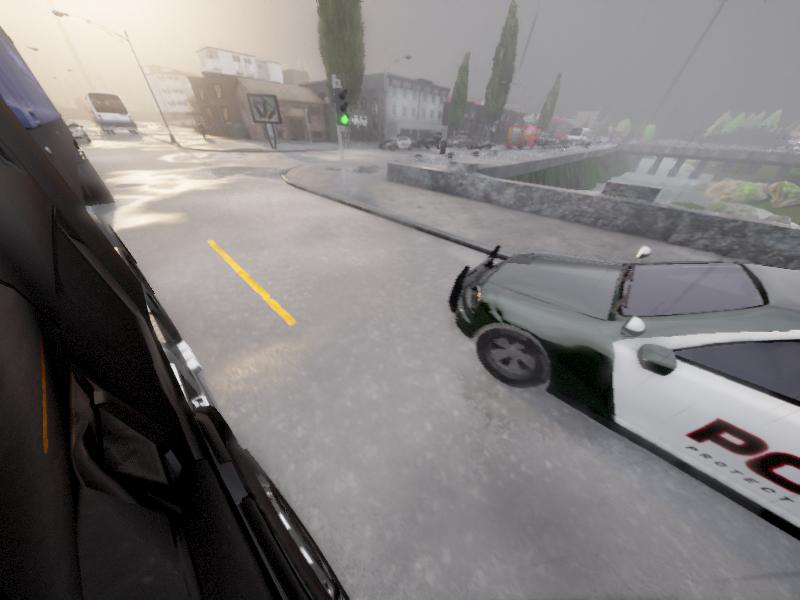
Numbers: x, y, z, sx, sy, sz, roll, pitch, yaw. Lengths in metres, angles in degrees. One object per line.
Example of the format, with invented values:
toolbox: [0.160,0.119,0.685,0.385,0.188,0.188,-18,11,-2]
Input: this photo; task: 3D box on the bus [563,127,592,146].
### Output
bus: [53.628,-49.268,69.630,3.944,4.253,10.273,30,45,32]

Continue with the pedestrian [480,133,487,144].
pedestrian: [17.882,-34.529,49.336,0.751,1.860,0.751,-21,43,-28]

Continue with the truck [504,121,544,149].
truck: [22.556,-29.860,41.954,2.891,3.827,8.468,30,45,32]

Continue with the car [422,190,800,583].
car: [2.836,0.502,1.887,4.974,1.542,2.038,30,45,32]

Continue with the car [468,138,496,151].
car: [11.726,-22.264,33.032,1.816,1.474,4.193,30,45,32]

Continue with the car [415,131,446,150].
car: [4.044,-21.220,30.782,1.905,1.878,3.866,30,45,32]

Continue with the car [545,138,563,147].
car: [37.182,-37.998,55.685,2.038,1.542,4.974,30,45,32]

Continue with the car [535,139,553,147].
car: [31.736,-34.608,50.882,1.816,1.474,4.193,30,45,32]

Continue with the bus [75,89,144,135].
bus: [-39.706,-25.413,31.578,10.273,4.253,3.944,30,45,32]

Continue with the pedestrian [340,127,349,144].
pedestrian: [-7.478,-22.232,31.223,0.751,1.860,0.751,3,37,0]

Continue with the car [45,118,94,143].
car: [-29.973,-15.426,21.037,3.988,1.617,1.851,30,44,31]

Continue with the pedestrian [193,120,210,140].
pedestrian: [-22.757,-19.482,26.503,0.751,1.860,0.751,-28,47,-35]

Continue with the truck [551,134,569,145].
truck: [48.701,-48.957,70.386,2.627,2.467,5.204,30,45,32]

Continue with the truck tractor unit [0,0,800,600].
truck tractor unit: [-2.645,-0.295,0.351,6.516,4.208,3.053,28,44,30]

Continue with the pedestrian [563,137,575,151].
pedestrian: [27.975,-25.764,38.247,0.751,1.860,0.751,-16,41,-23]

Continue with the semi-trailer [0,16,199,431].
semi-trailer: [-8.576,-3.686,4.344,14.254,4.402,2.717,30,44,31]

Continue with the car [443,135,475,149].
car: [9.079,-24.221,35.358,2.152,1.651,5.027,30,45,32]

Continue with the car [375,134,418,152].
car: [-0.352,-18.349,26.950,2.038,1.542,4.974,31,45,32]
